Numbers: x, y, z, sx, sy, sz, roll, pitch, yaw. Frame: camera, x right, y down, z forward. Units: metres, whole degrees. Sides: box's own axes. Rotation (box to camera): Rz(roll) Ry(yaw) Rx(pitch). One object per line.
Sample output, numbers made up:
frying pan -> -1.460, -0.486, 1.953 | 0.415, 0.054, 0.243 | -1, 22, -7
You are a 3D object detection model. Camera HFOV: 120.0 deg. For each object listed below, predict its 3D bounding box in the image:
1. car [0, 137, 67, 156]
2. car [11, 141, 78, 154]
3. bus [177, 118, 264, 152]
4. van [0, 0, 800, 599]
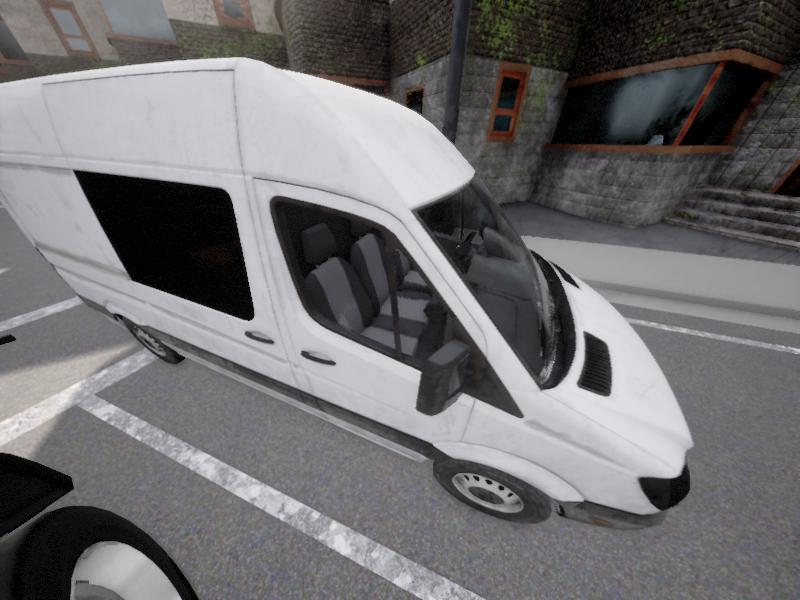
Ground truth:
car -> -50.329, -20.745, 31.141 | 5.566, 2.045, 2.150 | -15, 38, -21
car -> -51.855, -22.354, 33.871 | 5.008, 1.535, 1.882 | -15, 38, -21
bus -> -29.051, -27.584, 38.528 | 10.273, 4.253, 3.944 | -16, 38, -20
van -> -0.875, -0.408, 2.308 | 5.915, 2.561, 1.988 | 13, 37, 17
